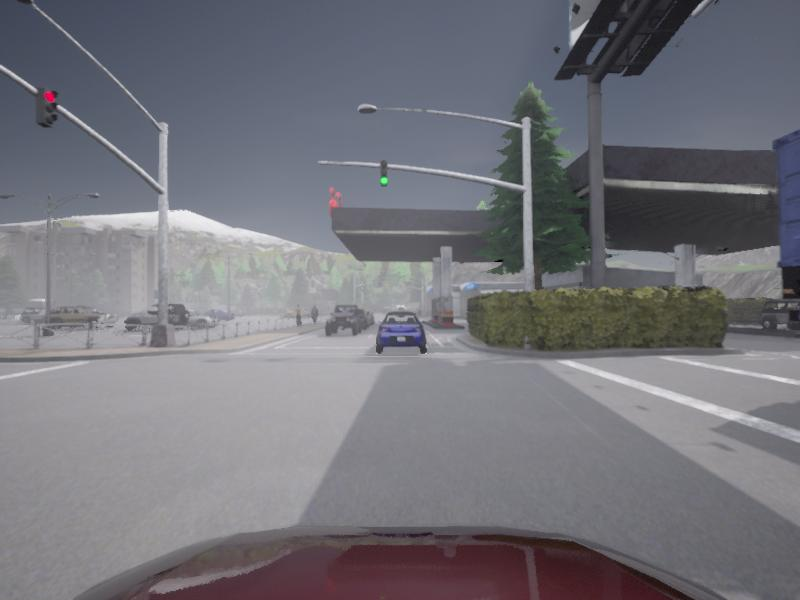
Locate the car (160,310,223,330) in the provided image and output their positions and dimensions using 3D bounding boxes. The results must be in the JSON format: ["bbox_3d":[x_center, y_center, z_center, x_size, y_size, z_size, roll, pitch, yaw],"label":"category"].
[{"bbox_3d":[-16.122,1.516,31.089,3.806,1.475,1.970,-1,-1,0],"label":"car"}]

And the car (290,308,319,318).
[{"bbox_3d":[-16.362,2.226,68.476,4.514,1.523,2.007,-1,-1,0],"label":"car"}]

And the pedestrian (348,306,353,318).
[{"bbox_3d":[-7.688,1.815,62.334,0.751,1.860,0.751,-1,-1,0],"label":"pedestrian"}]

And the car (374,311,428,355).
[{"bbox_3d":[0.037,1.182,15.598,1.816,1.474,4.193,0,-2,0],"label":"car"}]

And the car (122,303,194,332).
[{"bbox_3d":[-16.725,1.174,27.768,3.866,1.878,1.905,-1,-1,0],"label":"car"}]

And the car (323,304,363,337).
[{"bbox_3d":[-3.454,1.204,25.022,1.905,1.878,3.866,-1,-1,0],"label":"car"}]

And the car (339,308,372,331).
[{"bbox_3d":[-3.437,1.461,31.470,2.033,1.649,4.856,-1,-1,0],"label":"car"}]

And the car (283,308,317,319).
[{"bbox_3d":[-16.298,2.155,65.340,5.027,1.636,2.152,-1,-1,0],"label":"car"}]

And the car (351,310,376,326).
[{"bbox_3d":[-3.423,1.660,37.791,1.970,1.475,3.806,-1,-1,0],"label":"car"}]

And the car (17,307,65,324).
[{"bbox_3d":[-42.044,1.818,46.888,3.866,1.878,1.905,-1,-1,0],"label":"car"}]

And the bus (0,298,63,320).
[{"bbox_3d":[-75.942,1.906,82.007,10.273,4.253,3.944,-1,-1,-1],"label":"bus"}]

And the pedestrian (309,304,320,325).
[{"bbox_3d":[-7.636,1.296,35.713,0.751,1.860,0.751,-1,-1,0],"label":"pedestrian"}]

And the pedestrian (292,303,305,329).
[{"bbox_3d":[-7.586,1.182,29.900,0.751,1.860,0.751,-1,-1,-1],"label":"pedestrian"}]

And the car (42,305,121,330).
[{"bbox_3d":[-24.604,1.342,31.024,4.605,1.855,1.932,-1,-1,0],"label":"car"}]

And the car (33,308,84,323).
[{"bbox_3d":[-42.467,1.899,49.791,4.605,1.855,1.932,-1,-1,0],"label":"car"}]

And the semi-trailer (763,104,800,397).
[{"bbox_3d":[13.150,-0.815,5.215,14.254,4.402,2.717,0,-1,0],"label":"semi-trailer"}]
